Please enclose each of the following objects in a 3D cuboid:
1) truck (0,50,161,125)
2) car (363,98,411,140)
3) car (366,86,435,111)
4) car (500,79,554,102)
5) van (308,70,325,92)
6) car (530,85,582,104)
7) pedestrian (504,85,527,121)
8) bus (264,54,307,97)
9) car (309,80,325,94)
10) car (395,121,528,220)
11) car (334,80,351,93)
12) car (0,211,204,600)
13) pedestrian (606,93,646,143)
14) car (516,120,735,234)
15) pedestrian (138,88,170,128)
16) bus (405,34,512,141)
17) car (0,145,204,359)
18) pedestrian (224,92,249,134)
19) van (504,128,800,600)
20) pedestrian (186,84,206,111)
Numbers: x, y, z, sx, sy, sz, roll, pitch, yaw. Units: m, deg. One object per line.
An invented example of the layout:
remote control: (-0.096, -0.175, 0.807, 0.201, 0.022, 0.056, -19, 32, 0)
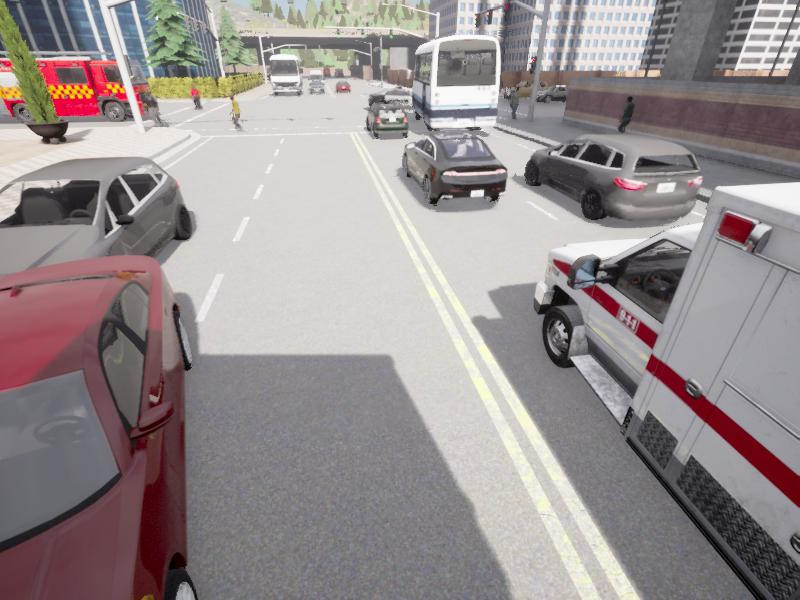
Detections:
truck: (-20.550, -13.300, 25.018, 8.468, 3.827, 2.891, -5, 31, -8)
car: (-0.716, -9.268, 20.340, 1.789, 1.549, 3.705, -6, 31, -10)
car: (0.004, -16.225, 32.161, 5.238, 1.638, 1.930, -6, 31, -10)
car: (12.702, -21.110, 40.270, 4.605, 1.855, 1.932, -4, 31, -7)
van: (-12.135, -31.903, 58.128, 1.988, 2.561, 5.915, -5, 31, -9)
car: (14.615, -19.326, 37.612, 3.806, 1.475, 1.970, -5, 31, -8)
pedestrian: (6.964, -11.901, 24.182, 0.751, 1.860, 0.751, -14, 33, -22)
bus: (-13.895, -27.984, 49.724, 3.944, 4.253, 10.273, -5, 31, -9)
car: (-10.745, -27.583, 51.815, 1.812, 1.442, 4.674, -5, 31, -9)
car: (1.326, -3.817, 11.050, 2.128, 1.511, 4.902, -5, 31, -9)
car: (-7.827, -29.210, 54.671, 1.994, 1.385, 4.181, -5, 31, -8)
car: (-2.687, 0.935, 2.889, 1.882, 1.535, 5.008, -14, 33, -22)
pedestrian: (9.655, -7.773, 17.111, 0.751, 1.860, 0.751, -12, 32, -20)
car: (5.076, -3.348, 10.084, 2.242, 1.667, 4.611, -5, 31, -9)
pedestrian: (-13.081, -10.214, 21.322, 0.751, 1.860, 0.751, 2, 30, 3)
bus: (2.640, -12.261, 22.795, 3.944, 4.253, 10.273, -3, 31, -2)
car: (-5.097, -1.161, 6.364, 2.242, 1.667, 4.611, -5, 30, -8)
pedestrian: (-8.452, -9.663, 20.673, 0.751, 1.860, 0.751, -14, 33, -23)
van: (3.120, 0.791, 2.249, 2.351, 2.431, 6.366, -5, 31, -9)
pedestrian: (-15.872, -15.750, 31.105, 0.751, 1.860, 0.751, -25, 38, -35)
